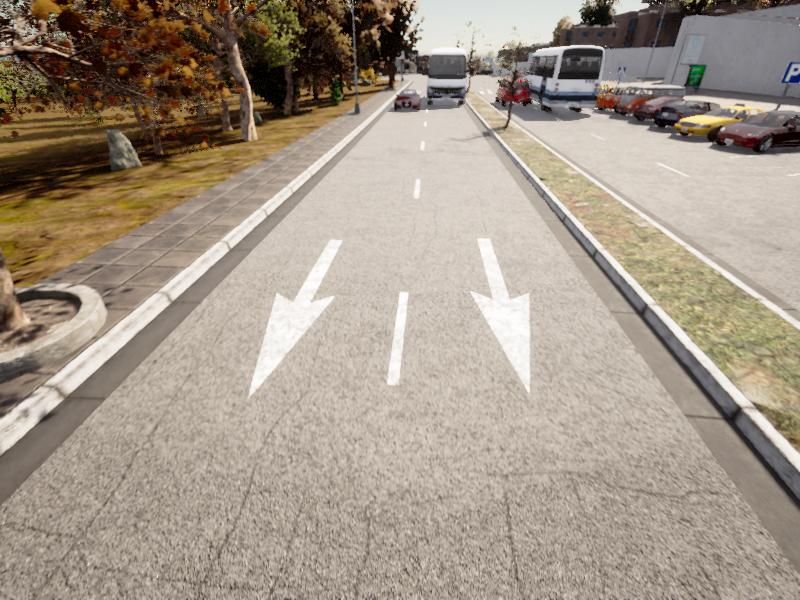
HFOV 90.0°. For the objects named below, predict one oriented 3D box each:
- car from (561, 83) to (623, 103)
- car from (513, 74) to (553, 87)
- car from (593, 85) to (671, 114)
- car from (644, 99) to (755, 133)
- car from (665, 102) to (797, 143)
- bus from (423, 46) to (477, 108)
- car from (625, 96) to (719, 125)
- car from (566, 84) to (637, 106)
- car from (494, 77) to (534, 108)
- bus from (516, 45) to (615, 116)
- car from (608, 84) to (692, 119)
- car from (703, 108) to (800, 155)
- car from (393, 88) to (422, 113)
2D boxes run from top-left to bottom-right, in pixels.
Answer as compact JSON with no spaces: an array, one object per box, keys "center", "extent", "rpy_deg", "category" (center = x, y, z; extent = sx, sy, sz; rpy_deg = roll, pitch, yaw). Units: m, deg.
[{"center":[18.150,-19.651,37.976],"extent":[4.792,1.488,2.163],"rpy_deg":[-8,32,-14],"category":"car"},{"center":[20.210,-33.426,60.981],"extent":[5.366,1.575,1.946],"rpy_deg":[-7,32,-14],"category":"car"},{"center":[17.459,-15.176,30.229],"extent":[4.553,1.767,2.185],"rpy_deg":[-8,32,-14],"category":"car"},{"center":[16.877,-10.476,22.654],"extent":[4.792,1.488,2.163],"rpy_deg":[-7,32,-14],"category":"car"},{"center":[16.461,-8.957,20.012],"extent":[5.366,1.575,1.946],"rpy_deg":[-7,32,-14],"category":"car"},{"center":[4.225,-20.108,35.912],"extent":[3.944,4.253,10.273],"rpy_deg":[2,31,3],"category":"bus"},{"center":[17.056,-11.985,25.209],"extent":[4.674,1.452,2.002],"rpy_deg":[-7,32,-14],"category":"car"},{"center":[17.733,-18.114,35.353],"extent":[5.366,1.575,1.946],"rpy_deg":[-8,32,-14],"category":"car"},{"center":[9.774,-18.117,34.788],"extent":[2.150,2.045,5.566],"rpy_deg":[2,31,3],"category":"car"},{"center":[12.473,-17.599,31.812],"extent":[3.944,4.253,10.273],"rpy_deg":[2,31,3],"category":"bus"},{"center":[17.167,-13.715,27.591],"extent":[4.442,1.987,1.878],"rpy_deg":[-8,32,-14],"category":"car"},{"center":[16.396,-7.438,17.506],"extent":[4.792,1.488,2.163],"rpy_deg":[-7,32,-14],"category":"car"},{"center":[0.635,-15.571,31.136],"extent":[1.994,1.385,4.181],"rpy_deg":[2,31,3],"category":"car"}]
